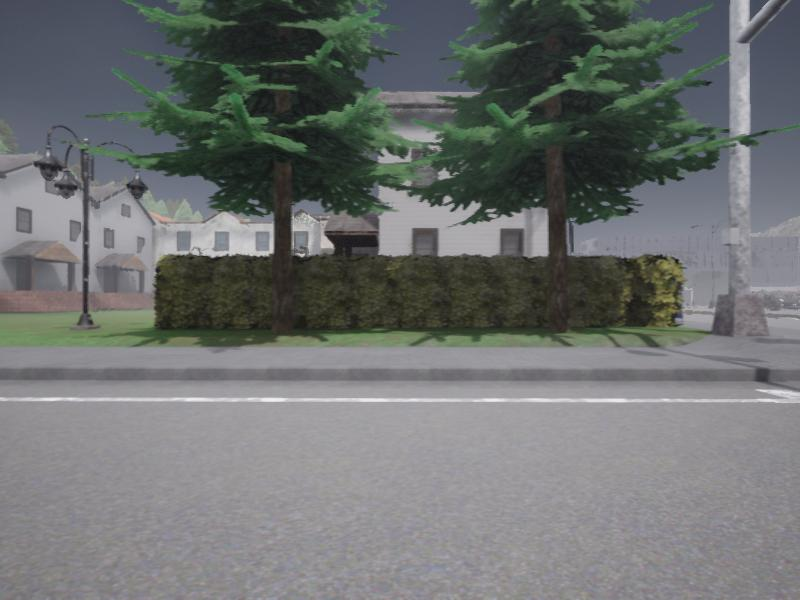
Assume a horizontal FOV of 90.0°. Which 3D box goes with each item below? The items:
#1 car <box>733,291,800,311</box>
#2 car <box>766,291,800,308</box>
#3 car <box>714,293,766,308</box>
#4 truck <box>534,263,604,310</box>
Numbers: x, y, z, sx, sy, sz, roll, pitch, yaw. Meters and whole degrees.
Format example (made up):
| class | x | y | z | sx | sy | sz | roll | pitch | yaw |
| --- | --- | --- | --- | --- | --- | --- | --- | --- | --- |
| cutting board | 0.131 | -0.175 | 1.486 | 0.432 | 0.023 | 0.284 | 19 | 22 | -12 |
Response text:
| class | x | y | z | sx | sy | sz | roll | pitch | yaw |
| --- | --- | --- | --- | --- | --- | --- | --- | --- | --- |
| car | 30.611 | 0.087 | 33.311 | 2.007 | 1.523 | 4.514 | 0 | 0 | 0 |
| car | 40.652 | -0.043 | 40.736 | 2.152 | 1.636 | 5.027 | 0 | 0 | 0 |
| car | 34.237 | 0.026 | 40.379 | 1.970 | 1.475 | 3.806 | 0 | 0 | 0 |
| truck | 15.187 | -1.091 | 36.874 | 2.891 | 3.827 | 8.468 | 0 | 0 | 0 |
